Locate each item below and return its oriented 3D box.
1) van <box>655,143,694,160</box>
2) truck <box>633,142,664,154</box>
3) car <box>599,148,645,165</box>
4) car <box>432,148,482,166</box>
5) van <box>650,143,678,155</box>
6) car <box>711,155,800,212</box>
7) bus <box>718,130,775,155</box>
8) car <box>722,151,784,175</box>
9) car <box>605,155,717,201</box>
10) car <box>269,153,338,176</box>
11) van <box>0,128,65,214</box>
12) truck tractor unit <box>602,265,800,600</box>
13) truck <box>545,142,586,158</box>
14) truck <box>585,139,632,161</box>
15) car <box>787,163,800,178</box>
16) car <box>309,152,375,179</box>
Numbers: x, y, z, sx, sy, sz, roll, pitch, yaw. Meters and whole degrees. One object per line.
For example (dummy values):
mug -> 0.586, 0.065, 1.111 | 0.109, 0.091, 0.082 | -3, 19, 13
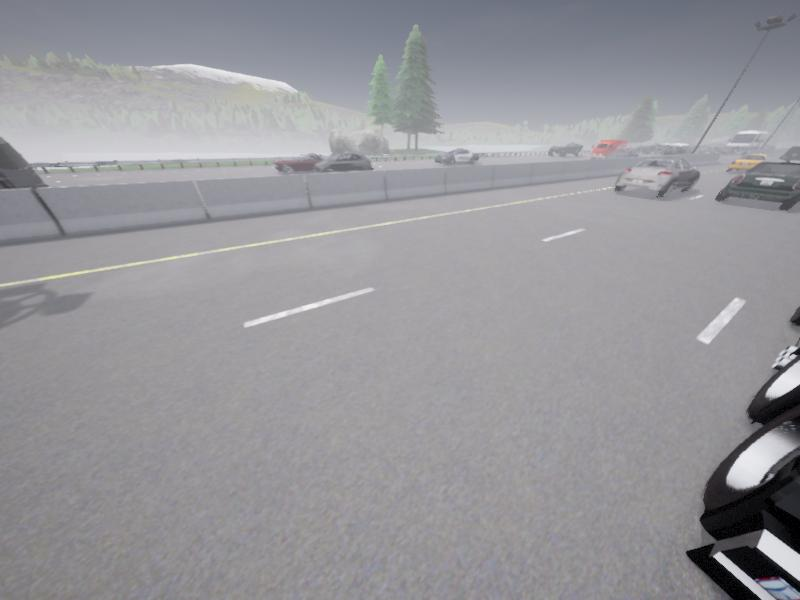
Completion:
van -> 42.080, -22.764, 35.436 | 4.480, 2.038, 2.069 | -18, 39, -24
truck -> 55.812, -34.099, 51.830 | 6.274, 2.098, 2.390 | -18, 39, -24
car -> 27.605, -17.900, 28.741 | 4.902, 1.511, 2.128 | -18, 39, -24
car -> 6.350, -16.033, 25.809 | 4.974, 1.542, 2.038 | -12, 37, -18
van -> 55.241, -31.586, 48.271 | 4.480, 2.038, 2.069 | -18, 39, -24
car -> 16.870, -5.367, 10.347 | 4.553, 1.767, 2.097 | -18, 39, -24
bus -> 76.195, -34.544, 50.801 | 10.273, 4.253, 3.944 | -18, 39, -24
car -> 31.583, -12.303, 20.672 | 5.366, 1.575, 1.801 | -18, 39, -24
car -> 13.803, -6.614, 12.259 | 5.027, 1.651, 2.152 | -18, 39, -24
car -> -7.706, -11.078, 18.737 | 4.718, 1.301, 1.895 | -18, 39, -24
van -> -16.771, -4.077, 7.479 | 5.915, 2.561, 1.988 | -18, 39, -24
truck tractor unit -> 5.114, -0.296, 0.788 | 6.516, 4.208, 3.053 | -18, 39, -24
truck -> 27.626, -25.048, 38.511 | 6.274, 2.098, 2.390 | -18, 39, -24
truck -> 29.523, -21.280, 32.788 | 5.204, 2.467, 2.627 | -19, 39, -25
car -> 33.096, -10.445, 18.107 | 3.806, 1.475, 1.970 | -18, 39, -24
car -> -4.169, -9.984, 17.044 | 4.193, 1.474, 1.816 | -18, 39, -24
